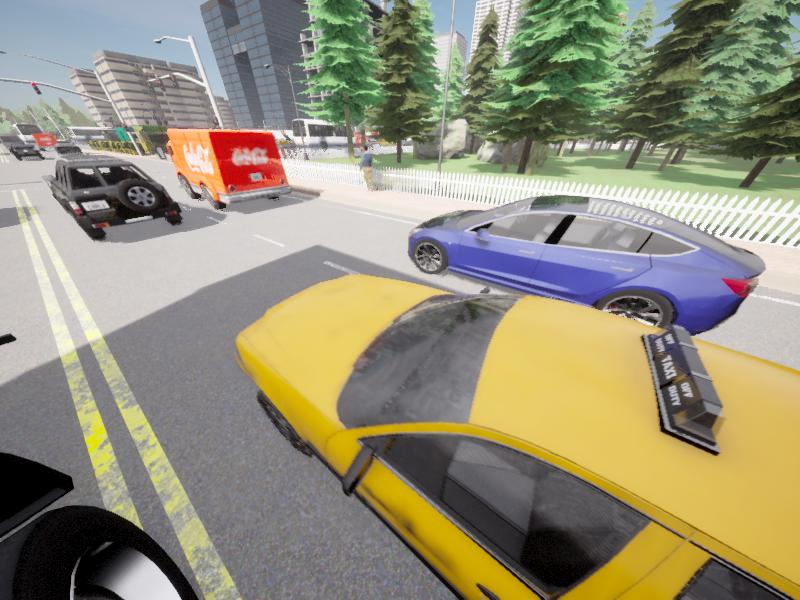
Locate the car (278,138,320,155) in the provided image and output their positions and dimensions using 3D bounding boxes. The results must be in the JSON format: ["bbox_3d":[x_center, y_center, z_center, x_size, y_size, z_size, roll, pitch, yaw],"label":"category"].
[{"bbox_3d":[-15.635,-24.174,36.337,2.150,2.045,5.566,21,40,27],"label":"car"}]

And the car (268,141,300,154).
[{"bbox_3d":[-18.843,-24.869,37.682,1.851,1.617,3.988,21,40,27],"label":"car"}]

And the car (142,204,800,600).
[{"bbox_3d":[0.864,0.769,1.454,5.366,1.575,1.801,22,41,28],"label":"car"}]

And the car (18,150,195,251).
[{"bbox_3d":[-8.458,-3.148,6.686,4.605,1.855,1.932,22,41,28],"label":"car"}]

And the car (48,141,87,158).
[{"bbox_3d":[-43.529,-19.786,30.251,5.238,1.638,1.930,22,41,28],"label":"car"}]

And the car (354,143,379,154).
[{"bbox_3d":[-5.513,-25.399,38.648,1.816,1.474,4.193,21,40,27],"label":"car"}]

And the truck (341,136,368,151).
[{"bbox_3d":[-9.517,-33.284,48.933,2.627,2.467,5.204,21,41,27],"label":"truck"}]

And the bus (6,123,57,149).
[{"bbox_3d":[-80.244,-35.720,50.318,10.273,4.253,3.944,22,40,28],"label":"bus"}]

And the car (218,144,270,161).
[{"bbox_3d":[-18.559,-17.790,27.704,2.007,1.525,4.514,21,40,27],"label":"car"}]

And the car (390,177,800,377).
[{"bbox_3d":[2.401,-1.025,4.101,4.792,1.488,2.163,22,41,28],"label":"car"}]

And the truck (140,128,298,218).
[{"bbox_3d":[-7.114,-5.297,9.248,5.204,2.467,2.627,23,41,27],"label":"truck"}]

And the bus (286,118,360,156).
[{"bbox_3d":[-11.355,-25.251,35.980,3.944,4.253,10.273,21,40,27],"label":"bus"}]

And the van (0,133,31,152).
[{"bbox_3d":[-64.490,-26.246,38.448,5.915,2.561,1.988,22,41,28],"label":"van"}]

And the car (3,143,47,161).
[{"bbox_3d":[-42.752,-16.961,26.348,4.514,1.525,2.007,22,41,28],"label":"car"}]

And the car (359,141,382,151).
[{"bbox_3d":[-6.066,-32.232,48.294,2.038,1.542,4.974,21,40,27],"label":"car"}]

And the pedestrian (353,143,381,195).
[{"bbox_3d":[-1.417,-5.720,10.100,0.751,1.860,0.751,28,44,34],"label":"pedestrian"}]

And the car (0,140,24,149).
[{"bbox_3d":[-82.033,-32.916,48.774,4.902,1.511,2.128,22,40,28],"label":"car"}]

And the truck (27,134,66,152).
[{"bbox_3d":[-62.211,-27.738,40.676,5.204,2.467,2.627,22,41,28],"label":"truck"}]

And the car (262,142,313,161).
[{"bbox_3d":[-13.715,-18.376,28.472,1.930,1.638,5.238,21,40,27],"label":"car"}]
